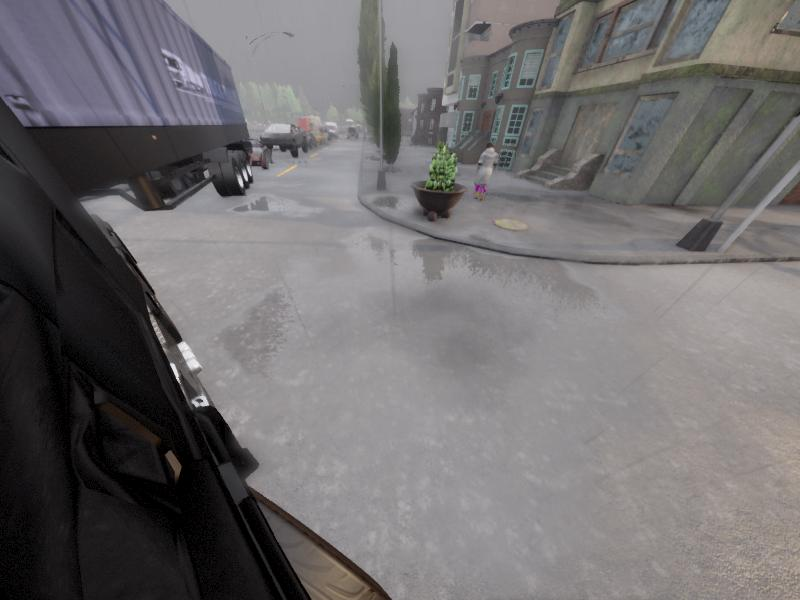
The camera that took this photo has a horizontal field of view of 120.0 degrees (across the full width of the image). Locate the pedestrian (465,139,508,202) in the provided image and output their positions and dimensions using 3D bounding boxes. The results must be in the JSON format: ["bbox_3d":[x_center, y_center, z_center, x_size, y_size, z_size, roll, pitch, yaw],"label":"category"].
[{"bbox_3d":[3.025,-4.602,8.280,0.751,1.860,0.751,-3,37,-8],"label":"pedestrian"}]

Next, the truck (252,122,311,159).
[{"bbox_3d":[-9.392,-13.289,19.113,2.390,2.098,6.274,-2,37,-7],"label":"truck"}]

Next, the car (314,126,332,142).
[{"bbox_3d":[-12.111,-26.427,36.738,1.932,1.855,4.605,-2,37,-7],"label":"car"}]

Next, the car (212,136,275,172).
[{"bbox_3d":[-8.852,-8.625,13.527,1.994,1.385,4.181,-8,38,-15],"label":"car"}]

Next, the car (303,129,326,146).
[{"bbox_3d":[-11.149,-21.599,30.576,1.801,1.575,5.366,-2,37,-7],"label":"car"}]

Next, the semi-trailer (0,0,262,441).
[{"bbox_3d":[-6.237,-4.575,5.689,2.717,4.402,14.254,-11,39,-18],"label":"semi-trailer"}]

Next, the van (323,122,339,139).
[{"bbox_3d":[-13.459,-33.298,45.308,1.988,2.561,5.915,-2,37,-7],"label":"van"}]

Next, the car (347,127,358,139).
[{"bbox_3d":[-9.677,-34.071,47.142,1.905,1.878,3.866,-3,37,-7],"label":"car"}]

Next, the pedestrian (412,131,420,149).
[{"bbox_3d":[2.005,-20.352,29.336,0.751,1.860,0.751,-5,37,-10],"label":"pedestrian"}]

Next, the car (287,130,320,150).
[{"bbox_3d":[-10.295,-17.396,25.052,2.128,1.511,4.902,-2,37,-7],"label":"car"}]

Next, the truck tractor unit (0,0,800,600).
[{"bbox_3d":[-2.645,-0.295,0.351,6.516,4.208,3.053,28,44,30],"label":"truck tractor unit"}]
